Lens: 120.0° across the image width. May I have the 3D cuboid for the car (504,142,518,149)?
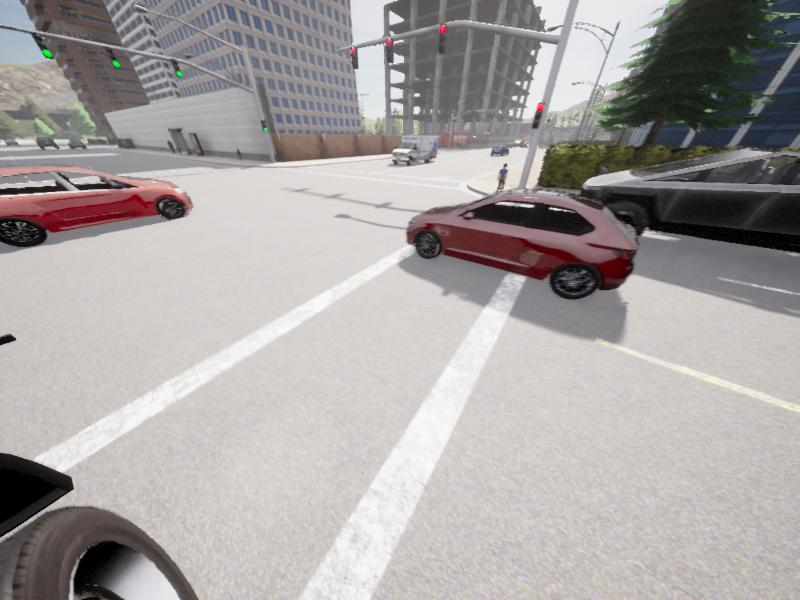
[{"bbox_3d":[30.564,-42.669,63.661,2.033,1.411,5.357,22,41,28],"label":"car"}]

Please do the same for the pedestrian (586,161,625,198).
[{"bbox_3d":[8.787,-5.204,9.947,0.751,1.300,0.751,18,39,24],"label":"pedestrian"}]

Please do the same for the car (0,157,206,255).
[{"bbox_3d":[-9.184,-3.035,6.754,2.242,1.667,4.611,22,41,28],"label":"car"}]

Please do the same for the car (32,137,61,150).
[{"bbox_3d":[-70.045,-31.071,45.726,5.566,2.045,2.150,22,41,28],"label":"car"}]

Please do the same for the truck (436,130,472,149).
[{"bbox_3d":[13.901,-41.906,60.337,8.468,3.827,2.891,22,41,28],"label":"truck"}]

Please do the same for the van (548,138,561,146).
[{"bbox_3d":[55.036,-56.170,82.148,2.351,2.431,6.366,22,41,28],"label":"van"}]

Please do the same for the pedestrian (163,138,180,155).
[{"bbox_3d":[-30.296,-20.304,30.599,0.751,1.860,0.751,25,42,30],"label":"pedestrian"}]

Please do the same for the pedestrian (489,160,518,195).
[{"bbox_3d":[4.632,-5.514,10.394,0.751,1.300,0.751,22,40,27],"label":"pedestrian"}]

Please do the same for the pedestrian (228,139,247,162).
[{"bbox_3d":[-15.836,-14.574,22.574,0.751,1.860,0.751,21,40,26],"label":"pedestrian"}]

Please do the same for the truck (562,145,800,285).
[{"bbox_3d":[7.637,-1.989,4.986,6.274,2.098,2.390,22,41,28],"label":"truck"}]

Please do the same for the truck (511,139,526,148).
[{"bbox_3d":[36.006,-47.428,69.863,2.390,2.098,6.274,22,41,28],"label":"truck"}]

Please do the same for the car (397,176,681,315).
[{"bbox_3d":[2.170,-1.486,4.779,4.193,1.474,1.816,22,40,28],"label":"car"}]

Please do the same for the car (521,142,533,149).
[{"bbox_3d":[35.345,-43.034,64.308,1.895,1.301,4.718,22,41,28],"label":"car"}]

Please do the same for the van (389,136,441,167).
[{"bbox_3d":[1.681,-15.790,24.354,2.351,2.431,6.366,22,41,28],"label":"van"}]

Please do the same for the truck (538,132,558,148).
[{"bbox_3d":[44.244,-47.854,69.033,2.891,3.827,8.468,22,41,28],"label":"truck"}]

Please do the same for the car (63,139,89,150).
[{"bbox_3d":[-65.654,-31.582,46.832,4.856,1.649,2.033,22,41,28],"label":"car"}]

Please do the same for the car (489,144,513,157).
[{"bbox_3d":[15.876,-23.580,36.319,2.007,1.525,4.514,23,41,29],"label":"car"}]
